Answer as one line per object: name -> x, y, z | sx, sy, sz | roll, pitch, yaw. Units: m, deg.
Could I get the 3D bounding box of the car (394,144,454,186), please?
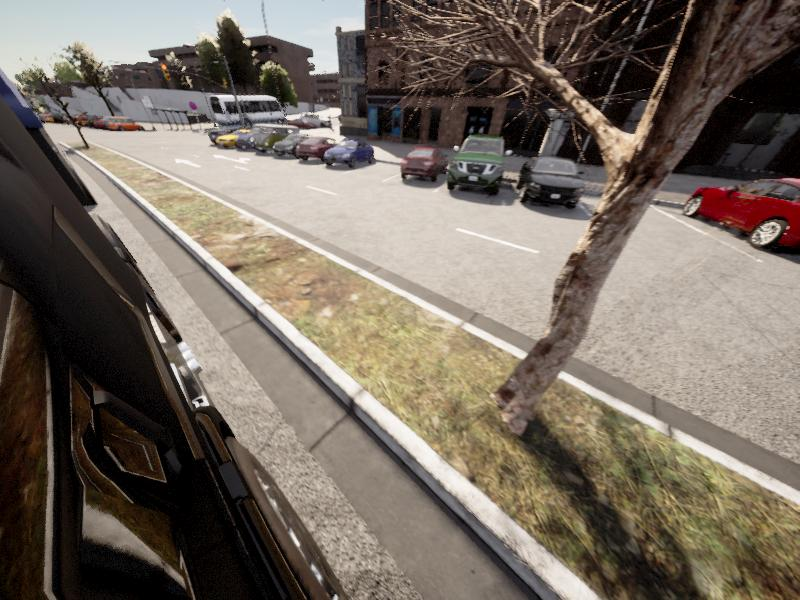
car -> 1.453, -7.484, 12.549 | 2.002, 1.452, 4.674 | 14, 37, 14

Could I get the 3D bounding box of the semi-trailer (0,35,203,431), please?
semi-trailer -> -8.763, -3.552, 4.174 | 14.254, 4.402, 2.717 | 27, 43, 29

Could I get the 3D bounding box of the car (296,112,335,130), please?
car -> -14.716, -31.378, 40.402 | 5.566, 2.045, 2.435 | 9, 43, 8

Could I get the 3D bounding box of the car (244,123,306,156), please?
car -> -10.334, -13.646, 19.610 | 1.878, 1.987, 4.442 | 13, 37, 12

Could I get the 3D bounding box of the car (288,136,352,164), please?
car -> -5.577, -11.115, 16.966 | 2.002, 1.452, 4.674 | 13, 37, 13

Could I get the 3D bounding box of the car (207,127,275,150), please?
car -> -15.153, -15.776, 22.528 | 1.946, 1.575, 5.366 | 12, 37, 12

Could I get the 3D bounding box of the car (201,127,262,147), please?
car -> -17.365, -17.075, 24.197 | 2.163, 1.488, 4.792 | 12, 37, 12

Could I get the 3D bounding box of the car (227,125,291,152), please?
car -> -12.683, -14.825, 21.210 | 2.185, 1.767, 4.553 | 13, 37, 12

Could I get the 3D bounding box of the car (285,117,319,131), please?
car -> -16.354, -29.459, 38.691 | 4.674, 1.452, 2.002 | 9, 43, 8

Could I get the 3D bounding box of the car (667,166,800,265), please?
car -> 10.667, -2.561, 6.471 | 2.097, 1.535, 5.008 | 14, 38, 15

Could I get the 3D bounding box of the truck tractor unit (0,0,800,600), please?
truck tractor unit -> -2.645, -0.295, 0.352 | 6.516, 4.208, 3.053 | 28, 44, 30

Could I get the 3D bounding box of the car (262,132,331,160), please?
car -> -7.931, -12.345, 18.400 | 2.231, 1.521, 4.892 | 13, 37, 13

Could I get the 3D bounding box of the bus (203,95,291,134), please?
bus -> -23.504, -29.542, 36.537 | 3.944, 4.253, 10.273 | 24, 47, 23

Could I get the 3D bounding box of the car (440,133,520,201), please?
car -> 3.788, -6.476, 10.858 | 2.435, 2.045, 5.566 | 14, 37, 14

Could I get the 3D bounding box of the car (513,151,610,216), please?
car -> 6.095, -5.057, 9.525 | 2.097, 1.535, 5.008 | 14, 38, 14

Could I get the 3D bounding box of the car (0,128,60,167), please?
car -> -20.037, -8.019, 12.007 | 4.181, 1.385, 1.994 | 26, 43, 28

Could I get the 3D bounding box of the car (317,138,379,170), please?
car -> -3.215, -9.914, 15.508 | 2.002, 1.452, 4.674 | 14, 37, 13
